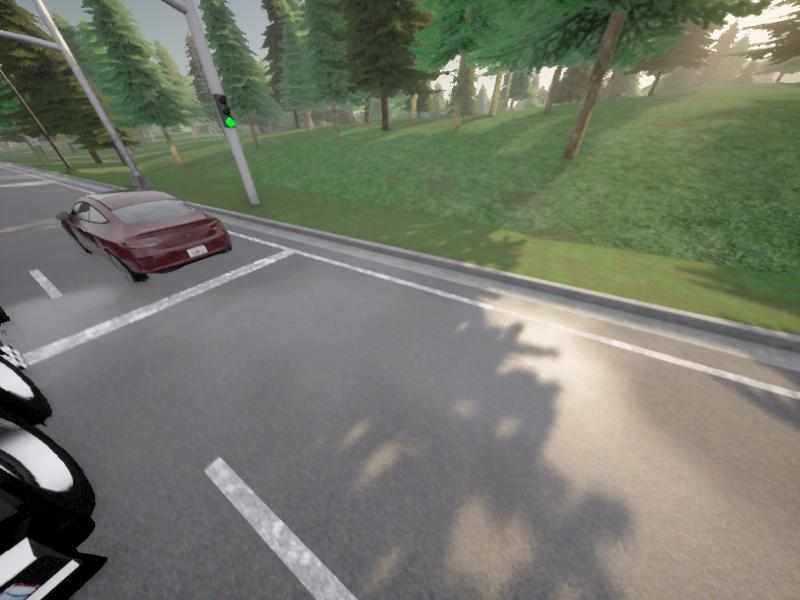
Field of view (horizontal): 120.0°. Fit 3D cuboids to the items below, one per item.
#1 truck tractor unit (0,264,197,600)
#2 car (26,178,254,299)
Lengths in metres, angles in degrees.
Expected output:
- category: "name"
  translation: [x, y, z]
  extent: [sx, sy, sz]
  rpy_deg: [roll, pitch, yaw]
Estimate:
- category: "truck tractor unit"
  translation: [-5.109, -0.303, 0.784]
  extent: [6.516, 4.208, 3.053]
  rpy_deg: [18, 39, 24]
- category: "car"
  translation: [-5.870, -1.713, 5.256]
  extent: [4.674, 1.442, 1.812]
  rpy_deg: [18, 39, 24]
